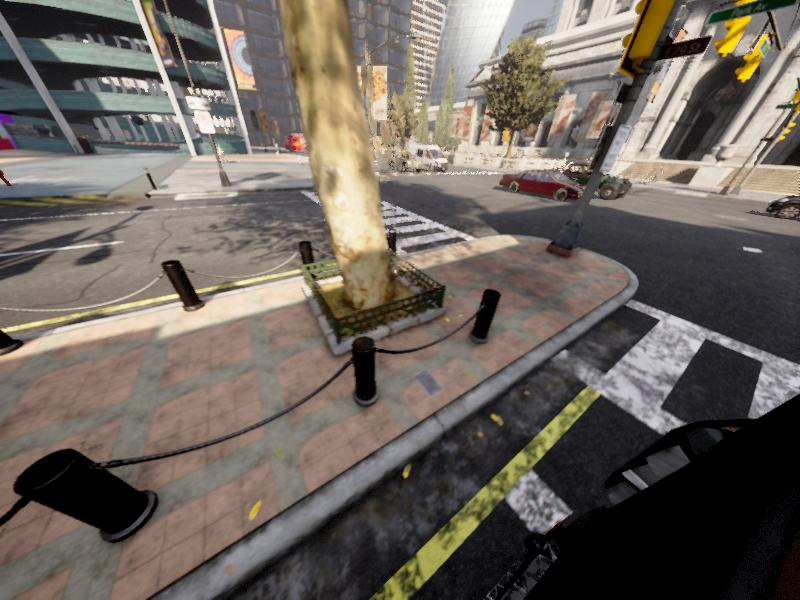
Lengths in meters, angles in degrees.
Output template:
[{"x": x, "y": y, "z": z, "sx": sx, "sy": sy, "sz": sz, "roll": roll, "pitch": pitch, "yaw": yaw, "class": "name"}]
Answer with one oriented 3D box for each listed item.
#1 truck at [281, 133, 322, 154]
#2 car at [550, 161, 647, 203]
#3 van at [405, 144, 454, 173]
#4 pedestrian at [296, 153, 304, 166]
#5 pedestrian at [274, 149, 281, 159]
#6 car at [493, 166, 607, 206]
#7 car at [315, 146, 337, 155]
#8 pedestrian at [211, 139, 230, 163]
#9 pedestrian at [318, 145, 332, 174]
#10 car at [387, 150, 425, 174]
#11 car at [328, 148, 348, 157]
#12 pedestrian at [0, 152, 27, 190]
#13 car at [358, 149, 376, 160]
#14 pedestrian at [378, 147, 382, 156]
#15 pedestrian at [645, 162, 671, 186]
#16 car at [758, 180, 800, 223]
[{"x": -23.478, "y": -37.472, "z": 55.287, "sx": 8.468, "sy": 3.827, "sz": 2.891, "roll": 14, "pitch": 35, "yaw": 17, "class": "truck"}, {"x": 12.419, "y": -7.665, "z": 14.770, "sx": 1.905, "sy": 1.878, "sz": 3.866, "roll": -18, "pitch": 39, "yaw": -28, "class": "car"}, {"x": 3.140, "y": -16.281, "z": 26.488, "sx": 1.988, "sy": 2.561, "sz": 5.915, "roll": -18, "pitch": 38, "yaw": -28, "class": "van"}, {"x": -10.199, "y": -14.362, "z": 23.558, "sx": 0.500, "sy": 1.100, "sz": 0.500, "roll": -10, "pitch": 36, "yaw": -18, "class": "pedestrian"}, {"x": -16.359, "y": -19.495, "z": 30.841, "sx": 0.500, "sy": 1.100, "sz": 0.500, "roll": -14, "pitch": 37, "yaw": -24, "class": "pedestrian"}, {"x": 8.768, "y": -7.144, "z": 14.156, "sx": 2.033, "sy": 1.411, "sz": 5.357, "roll": -18, "pitch": 39, "yaw": -28, "class": "car"}, {"x": -18.385, "y": -37.003, "z": 57.131, "sx": 4.902, "sy": 1.511, "sz": 2.128, "roll": 19, "pitch": 37, "yaw": 22, "class": "car"}, {"x": -16.984, "y": -14.042, "z": 21.870, "sx": 0.751, "sy": 1.860, "sz": 0.751, "roll": -26, "pitch": 43, "yaw": -36, "class": "pedestrian"}, {"x": -5.734, "y": -10.801, "z": 17.833, "sx": 0.751, "sy": 1.860, "sz": 0.751, "roll": -5, "pitch": 34, "yaw": -12, "class": "pedestrian"}, {"x": 0.508, "y": -14.534, "z": 24.253, "sx": 1.932, "sy": 1.855, "sz": 4.605, "roll": -14, "pitch": 37, "yaw": -24, "class": "car"}, {"x": -13.563, "y": -32.337, "z": 50.521, "sx": 4.181, "sy": 1.385, "sz": 1.994, "roll": 28, "pitch": 41, "yaw": 33, "class": "car"}, {"x": -15.587, "y": -5.208, "z": 8.637, "sx": 0.751, "sy": 1.860, "sz": 0.751, "roll": -16, "pitch": 38, "yaw": -26, "class": "pedestrian"}, {"x": -6.318, "y": -27.758, "z": 43.986, "sx": 1.789, "sy": 1.549, "sz": 3.705, "roll": -20, "pitch": 39, "yaw": -30, "class": "car"}, {"x": -4.698, "y": -35.447, "z": 55.126, "sx": 0.751, "sy": 1.860, "sz": 0.751, "roll": -19, "pitch": 39, "yaw": -29, "class": "pedestrian"}, {"x": 23.841, "y": -11.650, "z": 21.365, "sx": 0.751, "sy": 1.860, "sz": 0.751, "roll": -18, "pitch": 39, "yaw": -28, "class": "pedestrian"}, {"x": 20.130, "y": -4.199, "z": 10.381, "sx": 1.851, "sy": 1.617, "sz": 3.988, "roll": -18, "pitch": 39, "yaw": -28, "class": "car"}]
